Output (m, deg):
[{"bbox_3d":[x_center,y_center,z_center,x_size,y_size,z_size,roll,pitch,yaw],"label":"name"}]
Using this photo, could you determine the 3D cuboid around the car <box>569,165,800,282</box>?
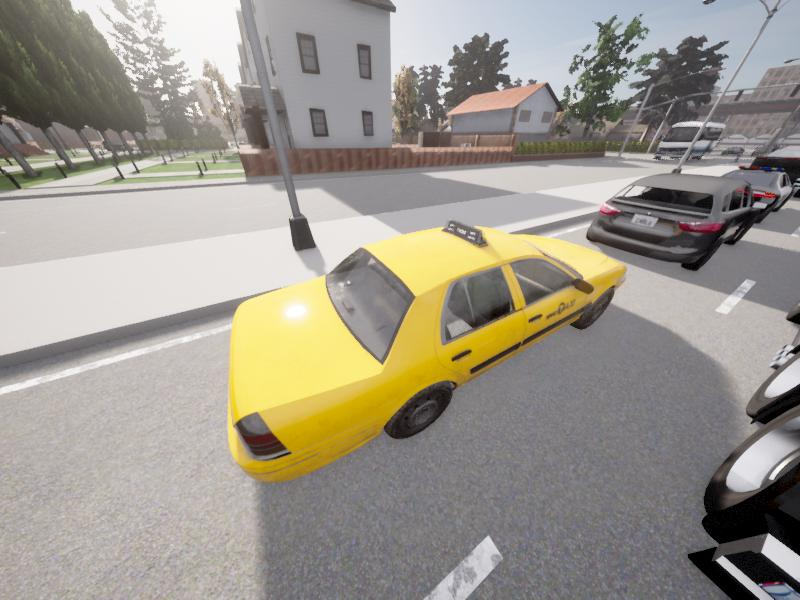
[{"bbox_3d":[7.037,-2.240,5.794,4.611,1.667,2.242,-18,39,-25],"label":"car"}]

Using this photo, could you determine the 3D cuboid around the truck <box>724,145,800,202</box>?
[{"bbox_3d":[20.512,-6.817,12.084,6.274,2.098,2.390,-18,39,-24],"label":"truck"}]

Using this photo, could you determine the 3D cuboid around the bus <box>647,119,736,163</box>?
[{"bbox_3d":[39.221,-21.323,31.148,10.273,4.253,3.944,-18,39,-24],"label":"bus"}]

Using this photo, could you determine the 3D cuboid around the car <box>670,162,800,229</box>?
[{"bbox_3d":[12.932,-4.108,8.640,4.974,1.542,2.038,-18,39,-24],"label":"car"}]

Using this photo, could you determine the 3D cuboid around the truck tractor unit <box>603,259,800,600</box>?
[{"bbox_3d":[5.104,-0.306,0.799,6.516,4.208,3.053,-18,39,-25],"label":"truck tractor unit"}]

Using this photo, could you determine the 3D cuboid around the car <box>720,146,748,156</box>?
[{"bbox_3d":[62.266,-27.760,43.046,4.181,1.385,1.994,-18,39,-24],"label":"car"}]

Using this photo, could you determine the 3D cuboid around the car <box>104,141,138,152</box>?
[{"bbox_3d":[-55.808,-30.697,46.169,4.856,1.649,2.033,11,36,15],"label":"car"}]

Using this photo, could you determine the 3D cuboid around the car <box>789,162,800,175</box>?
[{"bbox_3d":[35.022,-11.228,19.219,4.718,1.301,1.895,-18,39,-24],"label":"car"}]

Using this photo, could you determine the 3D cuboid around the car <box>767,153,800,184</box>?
[{"bbox_3d":[28.127,-9.071,15.868,4.974,1.542,2.038,-18,39,-24],"label":"car"}]

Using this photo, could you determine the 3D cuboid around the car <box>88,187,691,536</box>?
[{"bbox_3d":[0.909,-0.202,2.905,5.366,1.575,1.801,-18,39,-24],"label":"car"}]

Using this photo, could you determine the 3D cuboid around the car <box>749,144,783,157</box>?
[{"bbox_3d":[64.116,-26.215,40.498,4.553,1.767,2.097,-18,39,-24],"label":"car"}]
